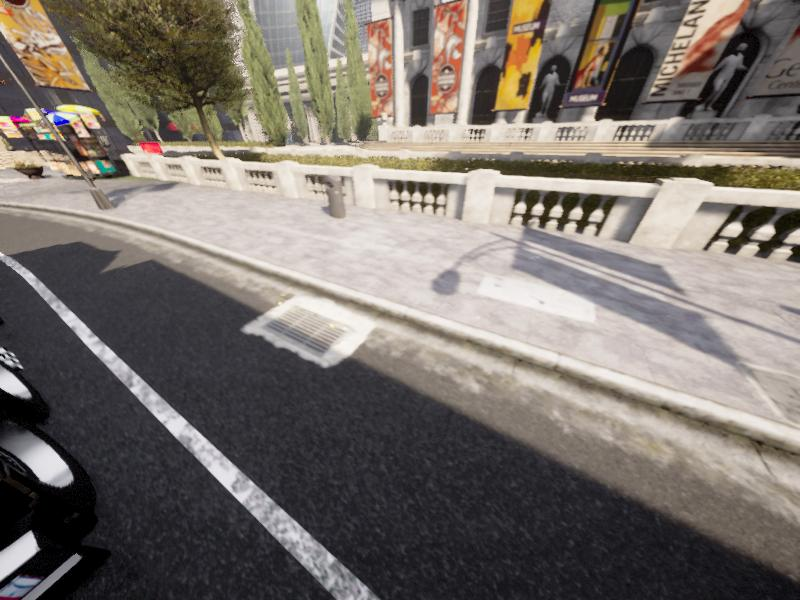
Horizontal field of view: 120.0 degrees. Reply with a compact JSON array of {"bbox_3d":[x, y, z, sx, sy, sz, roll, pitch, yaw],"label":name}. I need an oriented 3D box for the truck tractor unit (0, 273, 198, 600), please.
[{"bbox_3d":[-5.130,-0.279,0.766,6.516,4.208,3.053,17,38,24],"label":"truck tractor unit"}]
